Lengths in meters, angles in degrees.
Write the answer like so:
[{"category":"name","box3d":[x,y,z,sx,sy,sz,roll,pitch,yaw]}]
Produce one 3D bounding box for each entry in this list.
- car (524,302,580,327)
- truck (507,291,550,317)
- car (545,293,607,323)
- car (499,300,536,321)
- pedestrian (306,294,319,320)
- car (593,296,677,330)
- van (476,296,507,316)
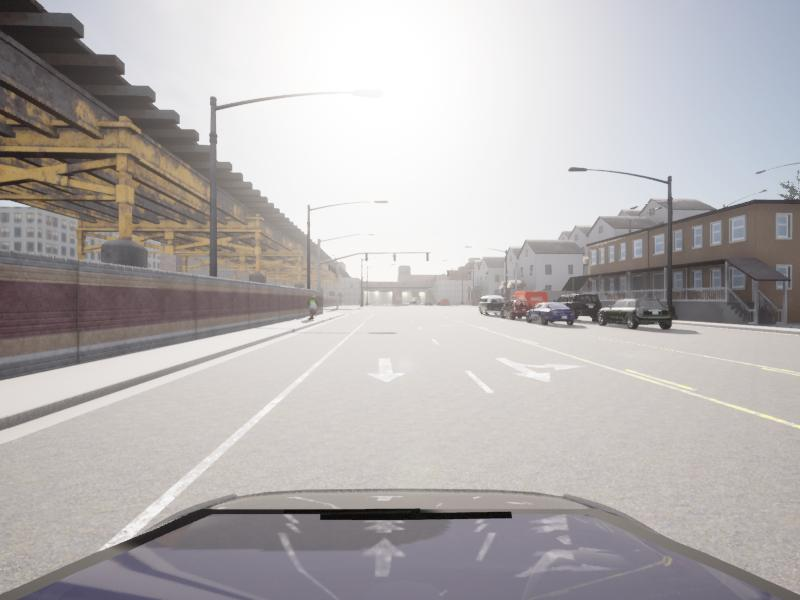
[{"category":"car","box3d":[9.787,0.870,26.232,1.812,1.442,4.674,0,0,-1]},{"category":"truck","box3d":[12.838,0.367,40.308,2.627,2.467,5.204,0,1,-1]},{"category":"car","box3d":[13.168,0.568,30.402,2.150,2.045,5.566,0,0,-1]},{"category":"car","box3d":[9.620,0.788,33.102,1.851,1.617,3.988,0,0,-2]},{"category":"pedestrian","box3d":[-6.125,0.485,28.125,0.751,1.860,0.751,0,0,2]},{"category":"car","box3d":[13.378,0.694,23.174,2.097,1.767,4.553,0,0,-2]},{"category":"van","box3d":[9.403,0.575,41.341,2.069,2.038,4.480,0,0,-1]}]
